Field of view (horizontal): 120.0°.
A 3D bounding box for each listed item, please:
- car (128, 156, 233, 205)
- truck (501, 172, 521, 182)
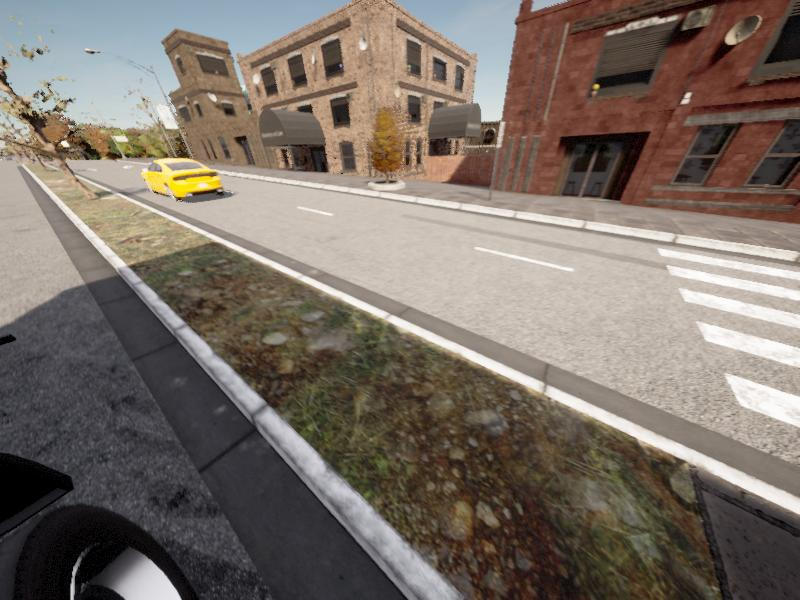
[{"bbox_3d":[-10.386,-5.781,10.893,5.008,1.535,1.882,21,40,28],"label":"car"},{"bbox_3d":[37.449,-41.608,78.237,5.204,2.467,2.627,11,35,11],"label":"truck"}]
